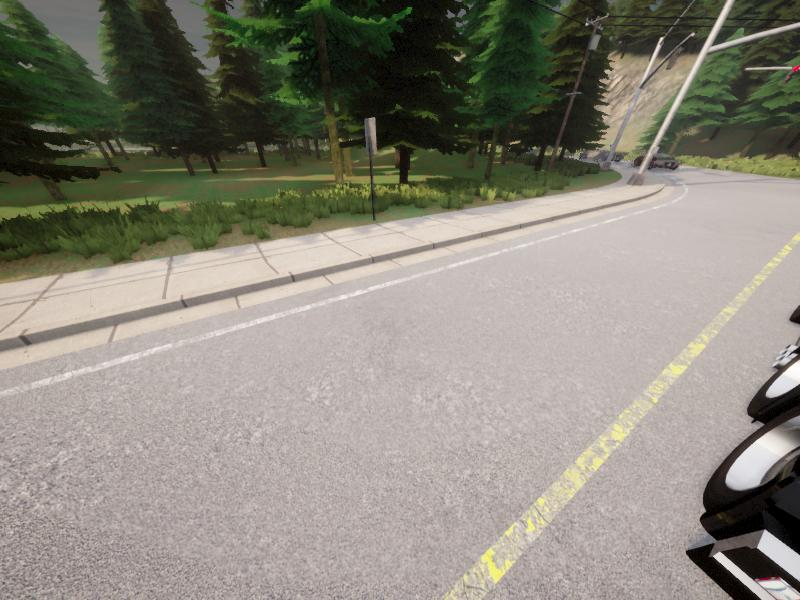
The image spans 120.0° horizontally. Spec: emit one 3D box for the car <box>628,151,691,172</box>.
[{"bbox_3d":[24.310,-13.188,21.910,1.994,1.385,4.181,9,36,12],"label":"car"}]

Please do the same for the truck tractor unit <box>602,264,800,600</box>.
[{"bbox_3d":[5.109,-0.302,0.781,6.516,4.208,3.053,-18,39,-24],"label":"truck tractor unit"}]

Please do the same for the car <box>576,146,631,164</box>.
[{"bbox_3d":[25.327,-18.341,29.097,2.152,1.651,5.027,-3,35,-5],"label":"car"}]
